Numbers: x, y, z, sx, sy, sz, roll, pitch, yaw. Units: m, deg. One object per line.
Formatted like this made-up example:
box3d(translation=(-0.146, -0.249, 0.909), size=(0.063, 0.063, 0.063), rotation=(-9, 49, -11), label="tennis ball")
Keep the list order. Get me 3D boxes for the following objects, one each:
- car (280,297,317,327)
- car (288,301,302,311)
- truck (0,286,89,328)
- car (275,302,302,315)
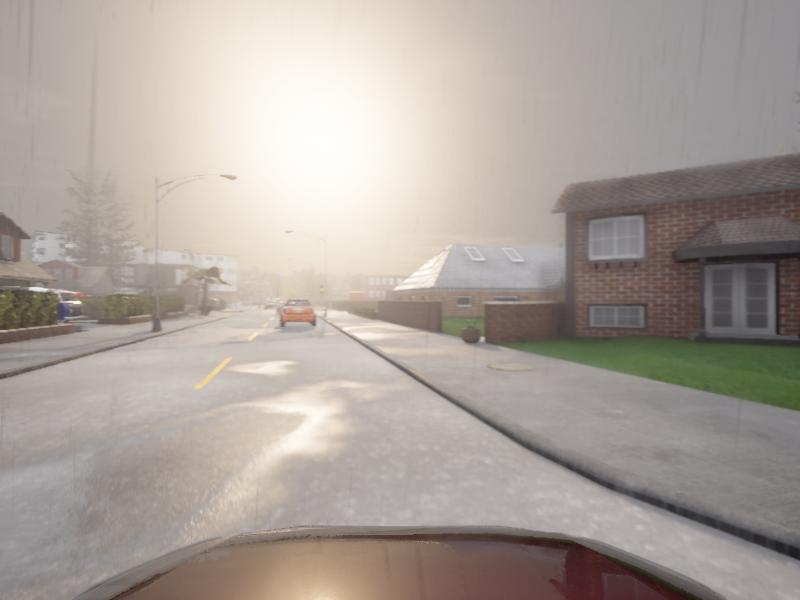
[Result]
box3d(translation=(-6.607, 0.703, 25.899), size=(2.097, 1.767, 4.553), rotation=(0, 0, -15), label="car")
box3d(translation=(-16.704, 0.914, 63.450), size=(2.033, 1.411, 5.357), rotation=(0, 0, -15), label="car")
box3d(translation=(-19.436, 0.343, 20.940), size=(4.478, 2.038, 2.069), rotation=(3, -1, -15), label="truck")
box3d(translation=(-12.355, 0.923, 44.293), size=(1.994, 1.385, 4.181), rotation=(0, 0, -28), label="car")
